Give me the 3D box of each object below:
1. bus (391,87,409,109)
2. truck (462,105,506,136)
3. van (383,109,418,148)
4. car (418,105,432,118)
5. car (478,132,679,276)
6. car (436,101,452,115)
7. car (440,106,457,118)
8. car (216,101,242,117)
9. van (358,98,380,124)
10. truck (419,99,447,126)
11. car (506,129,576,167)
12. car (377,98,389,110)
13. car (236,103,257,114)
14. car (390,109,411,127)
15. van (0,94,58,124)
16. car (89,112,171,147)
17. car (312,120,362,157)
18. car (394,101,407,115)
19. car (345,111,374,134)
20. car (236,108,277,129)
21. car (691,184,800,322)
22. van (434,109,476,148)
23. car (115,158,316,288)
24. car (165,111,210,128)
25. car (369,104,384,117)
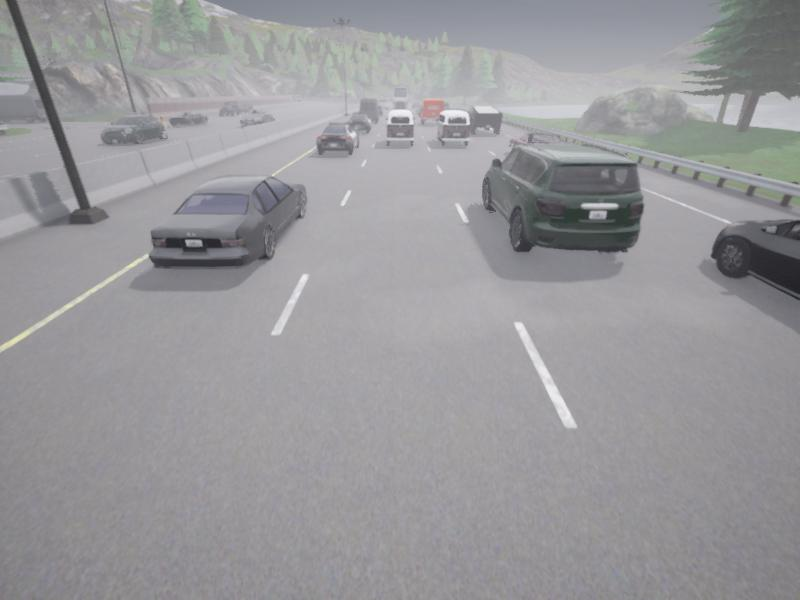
[{"bbox_3d":[-0.027,-45.013,89.058,3.944,4.253,10.273,0,27,0],"label":"bus"},{"bbox_3d":[7.035,-15.544,34.449,2.390,2.098,6.274,0,27,0],"label":"truck"},{"bbox_3d":[0.025,-11.455,26.523,2.069,2.038,4.480,0,27,0],"label":"van"},{"bbox_3d":[3.553,-27.320,57.885,1.816,1.474,4.193,0,27,0],"label":"car"},{"bbox_3d":[3.508,-2.648,9.511,2.150,2.045,5.566,0,27,0],"label":"car"},{"bbox_3d":[7.063,-30.856,64.325,1.932,1.855,4.605,0,27,0],"label":"car"},{"bbox_3d":[7.055,-27.447,58.358,1.895,1.301,4.718,0,27,0],"label":"car"},{"bbox_3d":[-24.445,-27.456,57.444,1.905,1.878,3.866,0,27,0],"label":"car"},{"bbox_3d":[-3.447,-21.700,45.781,1.988,2.561,5.915,0,27,0],"label":"van"},{"bbox_3d":[3.544,-20.890,44.365,2.627,2.467,5.204,0,28,0],"label":"truck"},{"bbox_3d":[7.019,-7.887,20.504,1.895,1.301,4.718,0,27,0],"label":"car"},{"bbox_3d":[-3.420,-39.949,81.645,2.150,2.045,5.566,0,27,0],"label":"car"},{"bbox_3d":[-24.439,-30.506,63.674,1.789,1.549,3.705,0,27,0],"label":"car"},{"bbox_3d":[0.040,-19.284,42.258,2.128,1.511,4.902,0,27,0],"label":"car"},{"bbox_3d":[-38.283,-19.002,39.789,5.915,2.561,1.988,0,27,0],"label":"van"},{"bbox_3d":[-17.475,-11.267,26.262,2.097,1.767,4.553,0,27,0],"label":"car"},{"bbox_3d":[-3.481,-9.389,23.044,2.038,1.542,4.974,0,27,0],"label":"car"},{"bbox_3d":[0.063,-30.910,64.368,1.905,1.878,3.866,0,27,0],"label":"car"},{"bbox_3d":[-3.466,-15.514,34.902,2.038,1.542,4.974,0,27,0],"label":"car"},{"bbox_3d":[-13.960,-17.859,39.242,2.152,1.651,5.027,0,27,0],"label":"car"},{"bbox_3d":[7.004,-0.464,5.885,2.007,1.525,4.514,0,27,0],"label":"car"},{"bbox_3d":[3.526,-11.484,26.618,2.069,2.038,4.480,0,27,0],"label":"van"},{"bbox_3d":[-3.493,-2.071,9.038,2.033,1.411,5.357,0,27,0],"label":"car"},{"bbox_3d":[-20.965,-17.975,39.755,1.895,1.301,4.718,0,27,0],"label":"car"},{"bbox_3d":[-3.444,-27.940,58.961,2.007,1.525,4.514,0,27,0],"label":"car"}]
